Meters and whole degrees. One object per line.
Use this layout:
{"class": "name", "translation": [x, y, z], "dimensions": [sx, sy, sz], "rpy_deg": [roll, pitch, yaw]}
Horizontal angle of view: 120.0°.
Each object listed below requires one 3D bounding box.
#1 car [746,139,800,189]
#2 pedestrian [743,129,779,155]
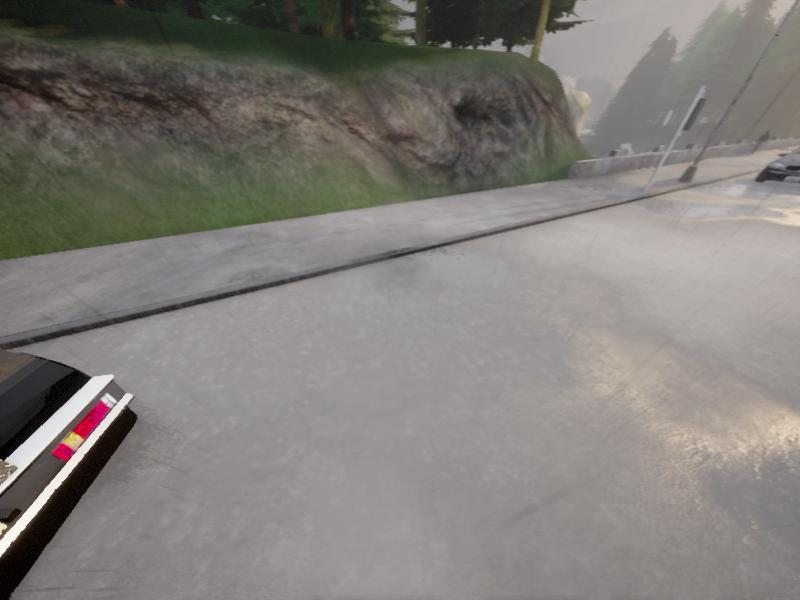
{"class": "car", "translation": [19.244, -6.351, 10.647], "dimensions": [4.611, 1.667, 2.242], "rpy_deg": [-17, 39, -21]}
{"class": "pedestrian", "translation": [31.757, -13.910, 20.332], "dimensions": [0.751, 1.860, 0.751], "rpy_deg": [-16, 38, -20]}
